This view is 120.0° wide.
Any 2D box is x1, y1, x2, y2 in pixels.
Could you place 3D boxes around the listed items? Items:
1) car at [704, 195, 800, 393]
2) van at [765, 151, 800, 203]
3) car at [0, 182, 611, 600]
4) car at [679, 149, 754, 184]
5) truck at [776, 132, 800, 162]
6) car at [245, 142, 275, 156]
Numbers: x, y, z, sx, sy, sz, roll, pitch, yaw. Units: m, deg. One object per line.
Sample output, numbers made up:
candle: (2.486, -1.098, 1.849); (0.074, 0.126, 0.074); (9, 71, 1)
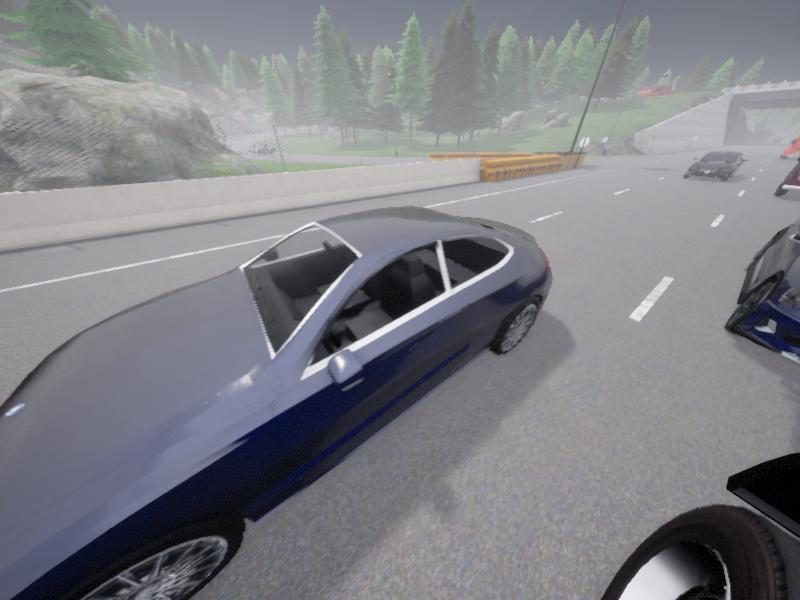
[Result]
car: (6.426, -0.355, 2.947); (4.856, 1.649, 2.033); (-23, 41, -29)
van: (17.902, -5.373, 9.615); (4.480, 2.038, 2.069); (-23, 41, -29)
car: (-0.424, 0.043, 2.442); (5.027, 1.651, 2.152); (-23, 41, -29)
car: (19.705, -8.405, 14.371); (4.892, 1.490, 1.837); (-23, 41, -29)
truck: (43.422, -16.329, 24.564); (5.204, 2.467, 2.627); (-23, 41, -28)
car: (-22.025, -23.765, 36.312); (4.974, 1.542, 2.038); (28, 44, 32)
